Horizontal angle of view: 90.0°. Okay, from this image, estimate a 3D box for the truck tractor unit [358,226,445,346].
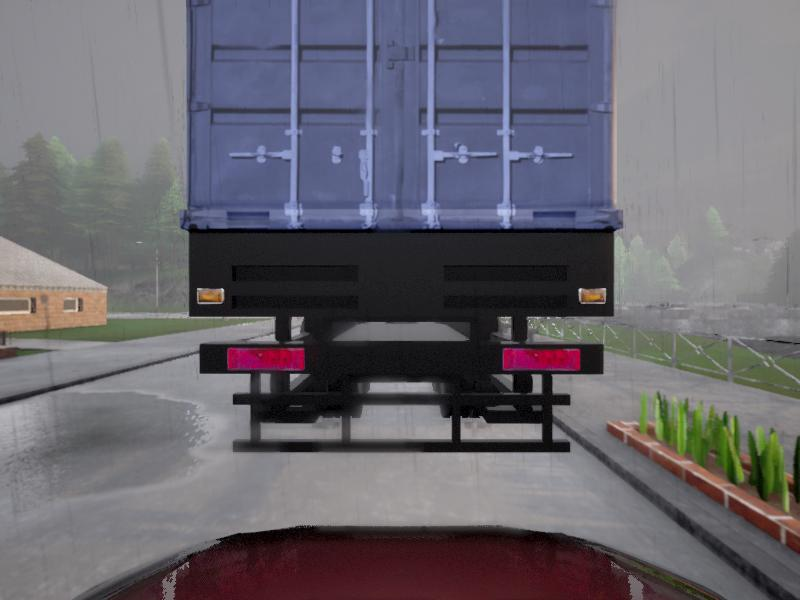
[{"bbox_3d":[0.063,-0.498,17.270,3.053,4.208,6.516,0,0,0],"label":"truck tractor unit"}]

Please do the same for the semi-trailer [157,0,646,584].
[{"bbox_3d":[0.034,-0.605,9.358,2.717,4.402,14.254,0,0,0],"label":"semi-trailer"}]

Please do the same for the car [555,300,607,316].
[{"bbox_3d":[19.595,0.811,43.382,4.611,1.667,2.242,0,0,0],"label":"car"}]

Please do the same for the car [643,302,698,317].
[{"bbox_3d":[26.580,0.904,39.351,4.193,1.474,1.816,0,0,0],"label":"car"}]

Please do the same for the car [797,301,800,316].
[{"bbox_3d":[42.459,0.876,39.294,4.974,1.542,2.038,0,0,0],"label":"car"}]
